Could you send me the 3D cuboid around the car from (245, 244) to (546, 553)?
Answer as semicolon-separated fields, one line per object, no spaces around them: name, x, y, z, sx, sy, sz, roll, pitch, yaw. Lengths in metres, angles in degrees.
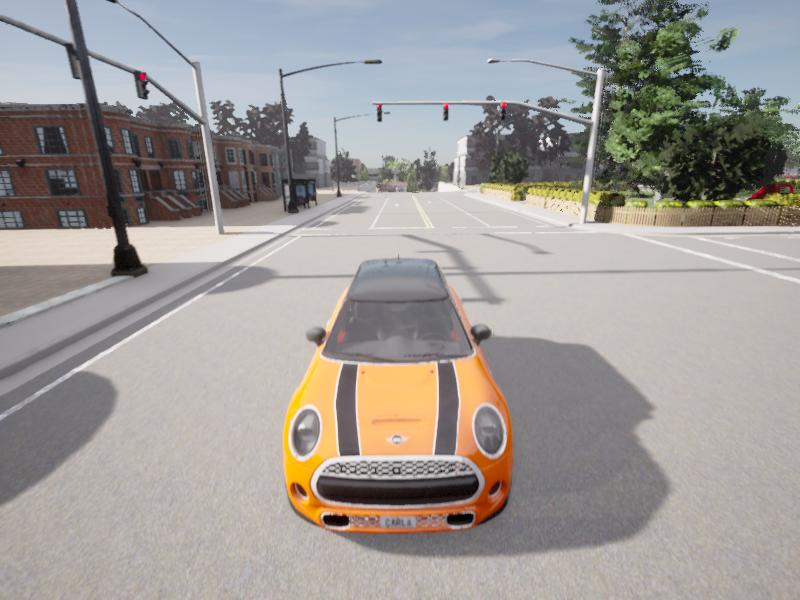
car;-0.016;0.553;5.224;2.097;1.767;4.553;-1;18;0

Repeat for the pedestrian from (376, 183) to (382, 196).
pedestrian;-3.234;-17.364;62.751;0.751;1.860;0.751;1;17;5

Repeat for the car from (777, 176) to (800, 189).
car;65.707;-19.201;65.227;5.566;2.045;2.150;6;18;20

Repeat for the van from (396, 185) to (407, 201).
van;0.283;-23.152;86.794;2.351;2.431;6.366;-1;6;0
